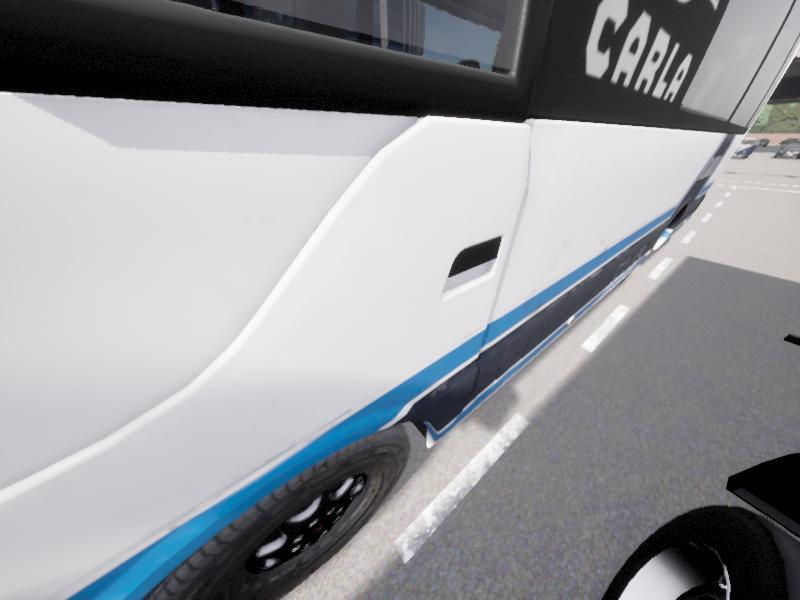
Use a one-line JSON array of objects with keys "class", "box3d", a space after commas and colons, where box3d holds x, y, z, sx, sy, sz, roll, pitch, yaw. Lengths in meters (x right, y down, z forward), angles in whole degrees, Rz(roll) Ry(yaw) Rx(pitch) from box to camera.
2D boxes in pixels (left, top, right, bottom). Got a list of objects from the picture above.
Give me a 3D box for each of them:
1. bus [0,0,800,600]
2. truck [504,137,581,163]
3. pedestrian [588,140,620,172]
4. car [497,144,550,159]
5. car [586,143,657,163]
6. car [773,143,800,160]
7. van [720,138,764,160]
[{"class": "bus", "box3d": [1.545, -1.902, 2.904, 10.273, 4.253, 3.944, -23, 41, -29]}, {"class": "truck", "box3d": [14.828, -16.075, 24.632, 2.390, 2.098, 6.274, -23, 41, -29]}, {"class": "pedestrian", "box3d": [14.033, -9.935, 15.939, 0.751, 1.860, 0.751, -19, 39, -24]}, {"class": "car", "box3d": [15.342, -18.784, 29.076, 2.033, 1.411, 5.357, -23, 41, -29]}, {"class": "car", "box3d": [23.423, -15.822, 24.707, 2.038, 1.542, 4.974, -20, 40, -25]}, {"class": "car", "box3d": [44.923, -17.072, 26.459, 4.674, 1.442, 1.812, -24, 41, -29]}, {"class": "van", "box3d": [39.401, -17.489, 26.625, 4.442, 1.987, 1.775, -21, 40, -27]}]
